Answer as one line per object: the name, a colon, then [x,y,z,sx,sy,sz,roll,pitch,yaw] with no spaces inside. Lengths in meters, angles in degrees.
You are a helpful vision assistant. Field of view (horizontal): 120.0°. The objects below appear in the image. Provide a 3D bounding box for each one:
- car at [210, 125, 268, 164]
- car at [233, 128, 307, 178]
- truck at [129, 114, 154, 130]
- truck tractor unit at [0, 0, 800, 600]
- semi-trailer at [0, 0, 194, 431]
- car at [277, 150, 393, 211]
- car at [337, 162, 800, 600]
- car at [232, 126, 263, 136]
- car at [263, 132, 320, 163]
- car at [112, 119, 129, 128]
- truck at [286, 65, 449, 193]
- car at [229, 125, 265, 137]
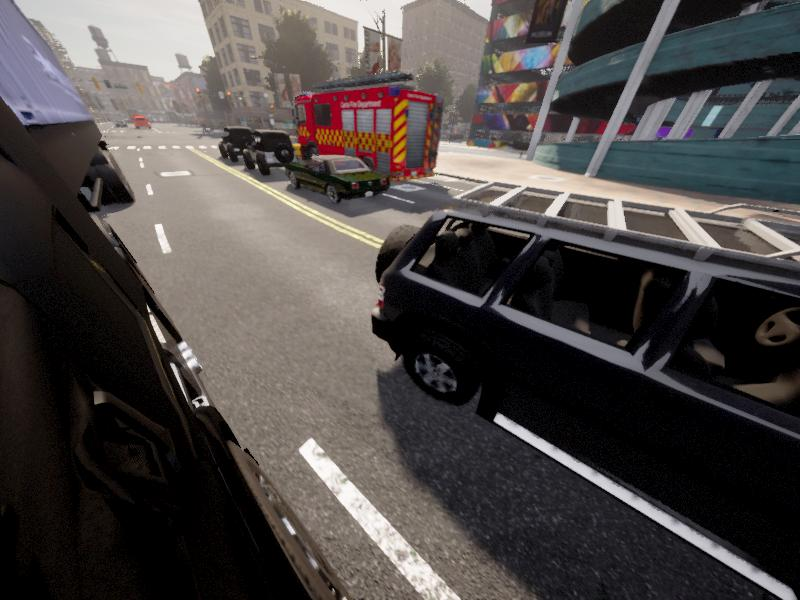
car: [-10.944,-10.609,15.700,1.905,1.878,3.866,-28,46,-35]
car: [-6.948,-7.917,12.323,1.905,1.878,3.866,-28,46,-34]
truck: [-55.551,-38.201,49.604,2.627,2.467,5.204,-28,46,-34]
truck tractor unit: [-2.645,-0.295,0.352,6.516,4.208,3.053,28,44,30]
semi-trailer: [-8.323,-3.822,4.582,2.717,4.402,14.254,-29,47,-35]
car: [-2.613,-4.819,8.919,4.718,1.301,1.895,32,45,33]
car: [1.946,0.308,1.801,4.605,1.855,1.932,25,42,27]
car: [-29.273,-32.552,44.518,4.674,1.442,1.812,-15,40,-23]
car: [-8.445,-11.853,17.799,1.801,1.575,5.366,-27,46,-34]
car: [-62.607,-39.525,51.778,1.970,1.475,3.806,-27,46,-34]
truck: [-2.119,-8.512,11.808,2.891,3.827,8.468,-29,47,-35]
car: [-27.027,-29.926,40.927,2.242,1.667,4.611,28,43,30]
